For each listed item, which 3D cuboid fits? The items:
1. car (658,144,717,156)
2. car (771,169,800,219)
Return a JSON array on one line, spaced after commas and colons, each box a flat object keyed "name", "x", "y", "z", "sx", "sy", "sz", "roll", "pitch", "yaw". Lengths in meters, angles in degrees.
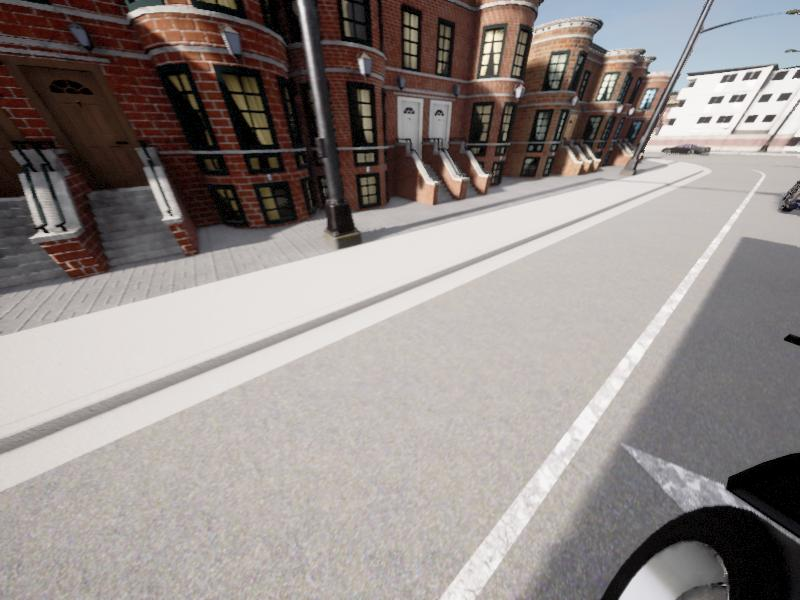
[{"name": "car", "x": 44.193, "y": -23.325, "z": 35.743, "sx": 2.033, "sy": 1.411, "sz": 5.357, "roll": -9, "pitch": 36, "yaw": -12}, {"name": "car", "x": 15.755, "y": -3.982, "z": 8.272, "sx": 5.357, "sy": 1.411, "sz": 2.033, "roll": -23, "pitch": 40, "yaw": -28}]
